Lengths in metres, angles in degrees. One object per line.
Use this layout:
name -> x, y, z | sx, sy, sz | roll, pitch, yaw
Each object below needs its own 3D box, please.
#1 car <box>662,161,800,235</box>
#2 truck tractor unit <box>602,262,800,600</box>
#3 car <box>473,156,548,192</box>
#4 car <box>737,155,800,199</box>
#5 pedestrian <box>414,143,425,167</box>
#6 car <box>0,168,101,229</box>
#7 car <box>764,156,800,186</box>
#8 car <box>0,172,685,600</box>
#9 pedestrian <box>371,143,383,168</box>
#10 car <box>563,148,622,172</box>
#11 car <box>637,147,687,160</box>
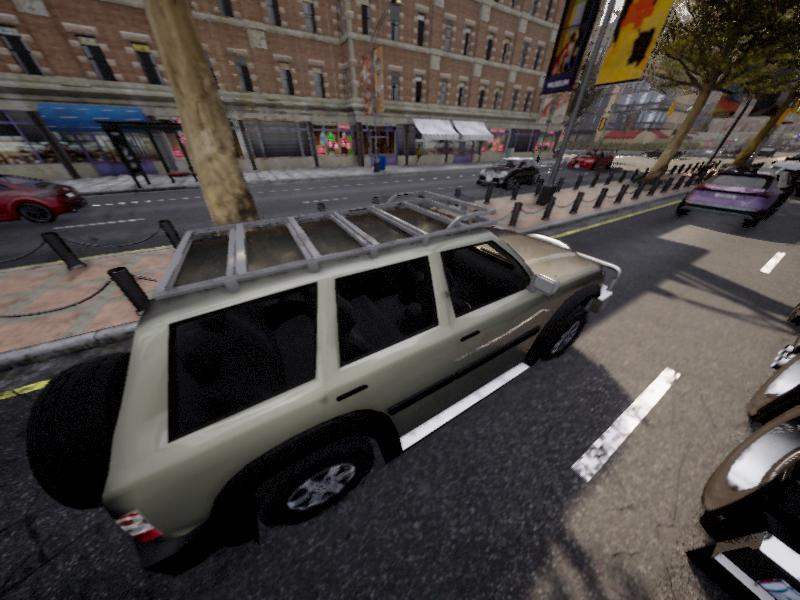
car -> 12.195, -3.849, 8.249 | 4.856, 1.649, 2.033 | -18, 39, -24
truck tractor unit -> 5.109, -0.301, 0.791 | 6.516, 4.208, 3.053 | -18, 39, -24
car -> 6.427, -7.445, 13.500 | 3.806, 1.475, 1.970 | -22, 40, -28
car -> 21.199, -6.790, 12.558 | 5.238, 1.638, 1.930 | -18, 39, -24
pedestrian -> 1.831, -13.781, 21.929 | 0.751, 1.860, 0.751 | -15, 38, -21
car -> -13.093, -3.082, 7.124 | 4.181, 1.385, 1.994 | -18, 39, -24
car -> 27.103, -8.644, 15.428 | 3.806, 1.475, 1.970 | -16, 38, -23
car -> 0.173, -0.031, 2.422 | 4.605, 1.855, 1.932 | -19, 39, -24
pedestrian -> -2.094, -13.166, 21.004 | 0.751, 1.860, 0.751 | -15, 37, -20
car -> 18.462, -13.496, 22.156 | 4.611, 1.667, 2.242 | -18, 39, -24
car -> 41.263, -23.253, 36.579 | 1.837, 1.490, 4.892 | -9, 36, -15
